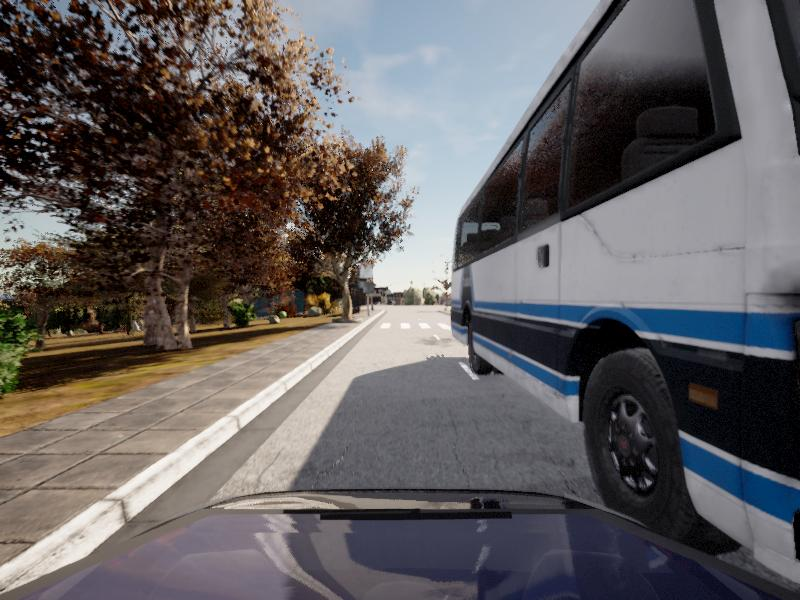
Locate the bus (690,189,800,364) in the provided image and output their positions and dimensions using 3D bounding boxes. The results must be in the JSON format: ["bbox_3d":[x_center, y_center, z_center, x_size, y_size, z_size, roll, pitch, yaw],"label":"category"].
[{"bbox_3d":[11.692,-0.569,8.288,3.944,4.253,10.273,0,0,0],"label":"bus"}]

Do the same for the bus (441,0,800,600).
[{"bbox_3d":[3.123,-0.558,6.111,3.944,4.253,10.273,0,0,0],"label":"bus"}]

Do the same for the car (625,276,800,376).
[{"bbox_3d":[8.805,0.522,10.969,2.150,2.045,5.566,0,0,0],"label":"car"}]

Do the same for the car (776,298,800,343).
[{"bbox_3d":[16.715,0.763,14.735,5.366,1.575,1.946,1,0,-20],"label":"car"}]
